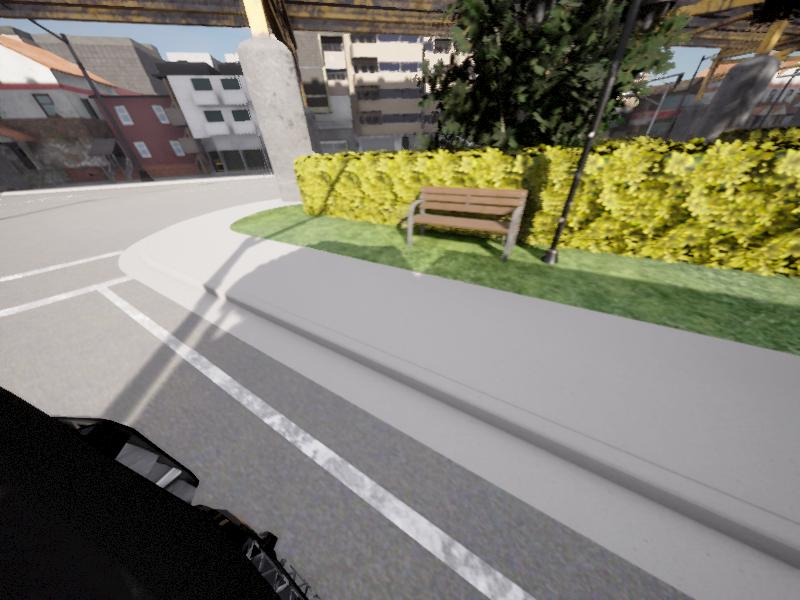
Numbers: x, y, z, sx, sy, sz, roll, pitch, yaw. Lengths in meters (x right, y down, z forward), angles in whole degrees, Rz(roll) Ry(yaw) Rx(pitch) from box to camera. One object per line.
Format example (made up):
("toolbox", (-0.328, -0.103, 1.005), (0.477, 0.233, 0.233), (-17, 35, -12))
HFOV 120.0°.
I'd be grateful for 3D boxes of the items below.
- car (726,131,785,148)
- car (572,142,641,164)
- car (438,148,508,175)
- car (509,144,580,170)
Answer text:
("car", (46.597, -21.018, 30.321), (5.238, 1.638, 1.930), (-10, 34, -11))
("car", (19.700, -14.128, 22.150), (4.974, 1.542, 2.038), (-10, 34, -11))
("car", (6.047, -11.721, 19.481), (5.238, 1.638, 1.930), (-10, 34, -11))
("car", (12.847, -12.922, 20.781), (5.027, 1.651, 2.152), (-10, 34, -11))
